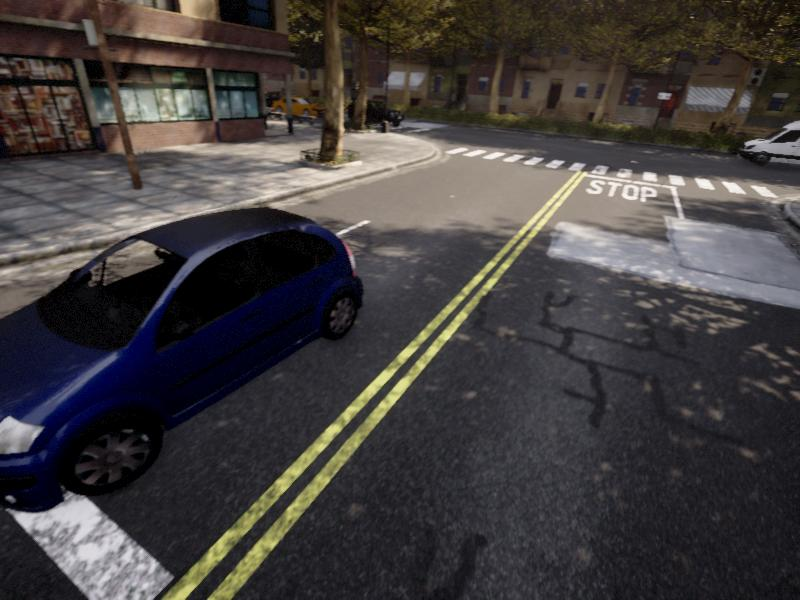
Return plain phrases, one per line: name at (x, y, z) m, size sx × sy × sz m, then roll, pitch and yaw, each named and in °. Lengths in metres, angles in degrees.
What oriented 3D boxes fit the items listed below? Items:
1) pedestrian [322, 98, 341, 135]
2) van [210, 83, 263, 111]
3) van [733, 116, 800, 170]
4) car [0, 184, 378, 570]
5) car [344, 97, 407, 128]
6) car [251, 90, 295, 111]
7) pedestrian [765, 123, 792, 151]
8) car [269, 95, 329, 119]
pedestrian at (-3.998, -10.764, 23.455) m, size 0.751 × 1.860 × 0.751 m, roll 12°, pitch 29°, yaw 14°
van at (-15.617, -19.363, 38.189) m, size 4.480 × 2.038 × 2.069 m, roll 18°, pitch 31°, yaw 24°
van at (23.430, -8.901, 22.998) m, size 5.915 × 2.561 × 1.988 m, roll 18°, pitch 31°, yaw 24°
car at (-2.162, 0.068, 4.209) m, size 1.851 × 1.617 × 3.988 m, roll 19°, pitch 32°, yaw 27°
car at (-1.978, -14.889, 31.715) m, size 4.605 × 1.855 × 1.932 m, roll 18°, pitch 31°, yaw 24°
car at (-12.840, -20.184, 40.508) m, size 3.988 × 1.617 × 1.851 m, roll 18°, pitch 31°, yaw 24°
pedestrian at (28.989, -12.482, 30.666) m, size 0.751 × 1.860 × 0.751 m, roll 18°, pitch 31°, yaw 24°
car at (-8.835, -16.949, 35.064) m, size 5.008 × 1.535 × 1.882 m, roll 18°, pitch 31°, yaw 24°
